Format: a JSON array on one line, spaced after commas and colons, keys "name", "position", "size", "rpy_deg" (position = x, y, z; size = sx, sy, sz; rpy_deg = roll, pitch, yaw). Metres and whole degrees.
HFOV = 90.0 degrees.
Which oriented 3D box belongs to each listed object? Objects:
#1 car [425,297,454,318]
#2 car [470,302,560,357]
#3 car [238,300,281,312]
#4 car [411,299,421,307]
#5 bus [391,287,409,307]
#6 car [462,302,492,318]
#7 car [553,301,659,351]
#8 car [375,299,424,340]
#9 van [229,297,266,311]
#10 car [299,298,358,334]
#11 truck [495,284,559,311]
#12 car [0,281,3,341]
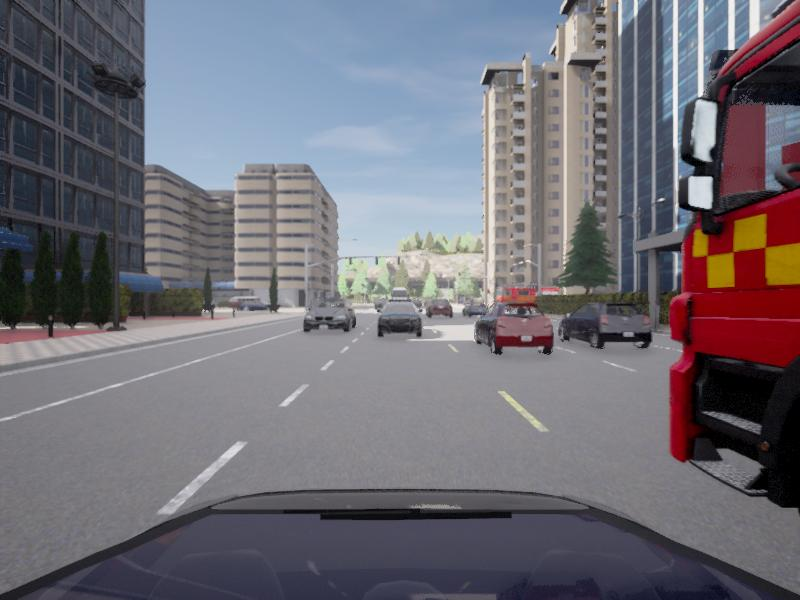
[{"name": "car", "position": [3.479, 0.666, 36.119], "size": [2.097, 1.767, 4.553], "rpy_deg": [0, 0, 0]}, {"name": "car", "position": [3.492, 0.817, 12.877], "size": [1.845, 1.501, 3.633], "rpy_deg": [0, 0, 0]}, {"name": "car", "position": [-18.260, 0.810, 52.042], "size": [4.792, 1.488, 2.163], "rpy_deg": [0, 0, 1]}, {"name": "car", "position": [3.452, 0.629, 86.943], "size": [2.097, 1.767, 4.553], "rpy_deg": [0, 0, 0]}, {"name": "bus", "position": [0.070, -0.610, 91.357], "size": [3.944, 4.253, 10.273], "rpy_deg": [0, 0, 0]}, {"name": "car", "position": [6.980, 0.878, 36.773], "size": [1.994, 1.385, 4.181], "rpy_deg": [0, 0, 0]}, {"name": "car", "position": [6.993, 0.816, 14.057], "size": [1.845, 1.501, 3.633], "rpy_deg": [0, 0, 0]}, {"name": "car", "position": [-0.011, 0.756, 18.281], "size": [1.930, 1.638, 5.238], "rpy_deg": [0, 0, 0]}, {"name": "van", "position": [-21.206, 0.555, 55.571], "size": [4.442, 1.987, 1.775], "rpy_deg": [0, 0, 1]}, {"name": "car", "position": [-3.513, 0.739, 20.709], "size": [2.242, 1.667, 4.611], "rpy_deg": [0, 0, 0]}, {"name": "truck", "position": [18.538, -0.367, 58.559], "size": [8.468, 3.827, 2.891], "rpy_deg": [0, 0, -1]}, {"name": "car", "position": [-16.629, 0.392, 12.022], "size": [2.390, 2.098, 6.274], "rpy_deg": [0, 0, 30]}]
